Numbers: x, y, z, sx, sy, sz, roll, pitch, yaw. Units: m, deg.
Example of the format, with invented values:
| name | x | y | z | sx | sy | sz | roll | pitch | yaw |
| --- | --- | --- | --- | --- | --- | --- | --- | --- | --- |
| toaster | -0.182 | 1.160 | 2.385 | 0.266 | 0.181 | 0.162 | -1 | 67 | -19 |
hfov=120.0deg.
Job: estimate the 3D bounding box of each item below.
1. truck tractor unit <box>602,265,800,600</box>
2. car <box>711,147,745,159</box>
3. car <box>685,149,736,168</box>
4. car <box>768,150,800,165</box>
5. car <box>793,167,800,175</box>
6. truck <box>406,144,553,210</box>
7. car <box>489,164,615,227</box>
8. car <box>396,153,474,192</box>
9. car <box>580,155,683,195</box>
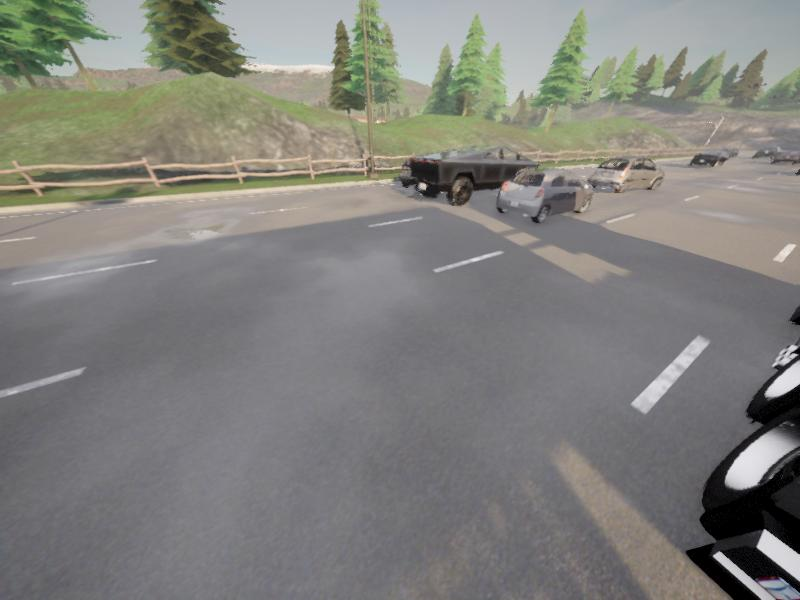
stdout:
| name | x | y | z | sx | sy | sz | roll | pitch | yaw |
| --- | --- | --- | --- | --- | --- | --- | --- | --- | --- |
| truck tractor unit | 5.111 | -0.301 | 0.783 | 6.516 | 4.208 | 3.053 | -18 | 39 | -24 |
| car | 53.244 | -23.931 | 37.539 | 4.514 | 1.525 | 2.007 | -18 | 39 | -24 |
| car | 33.511 | -15.267 | 24.900 | 5.008 | 1.535 | 1.882 | -18 | 39 | -24 |
| car | 49.105 | -17.935 | 29.001 | 5.357 | 1.411 | 2.033 | -18 | 39 | -24 |
| car | 35.559 | -11.223 | 19.318 | 4.718 | 1.301 | 1.895 | -18 | 39 | -24 |
| truck | 3.623 | -5.856 | 10.616 | 6.274 | 2.098 | 2.390 | -18 | 39 | -24 |
| car | 5.374 | -3.885 | 8.295 | 3.633 | 1.501 | 1.845 | -18 | 39 | -24 |
| car | 1.970 | -7.423 | 13.282 | 3.988 | 1.617 | 1.851 | -18 | 39 | -24 |
| car | 12.504 | -6.884 | 12.604 | 3.988 | 1.617 | 1.851 | -12 | 37 | -17 |
